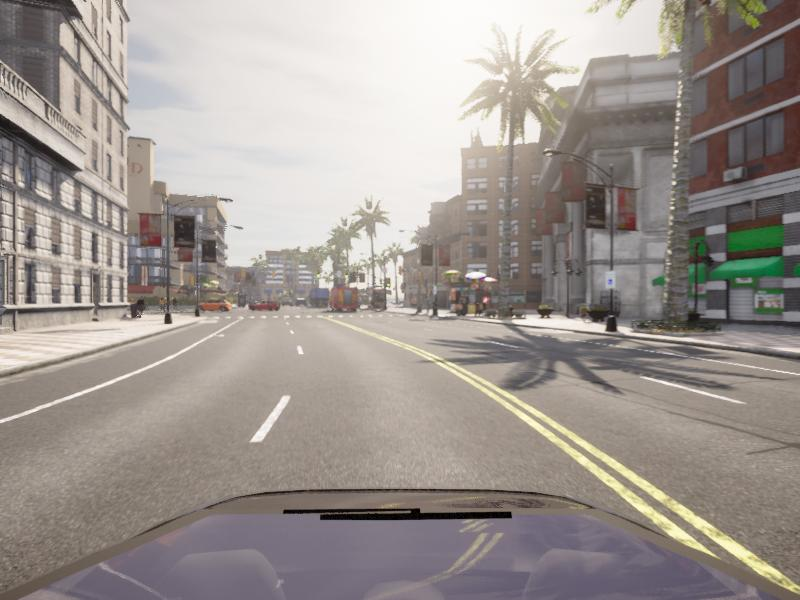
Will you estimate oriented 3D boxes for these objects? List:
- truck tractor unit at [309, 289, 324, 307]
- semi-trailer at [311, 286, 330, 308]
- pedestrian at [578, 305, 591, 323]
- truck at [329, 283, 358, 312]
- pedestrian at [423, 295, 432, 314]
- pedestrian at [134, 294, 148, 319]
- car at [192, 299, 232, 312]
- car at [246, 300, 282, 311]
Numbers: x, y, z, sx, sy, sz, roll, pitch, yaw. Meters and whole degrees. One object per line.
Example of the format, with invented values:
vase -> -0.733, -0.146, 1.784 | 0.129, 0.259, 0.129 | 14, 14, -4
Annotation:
truck tractor unit -> -20.594, -0.540, 98.119 | 3.053, 4.208, 6.516 | 0, 0, -17
semi-trailer -> -18.233, -0.634, 90.565 | 2.717, 4.402, 14.254 | 0, 0, -17
pedestrian -> 11.343, 0.850, 24.611 | 0.500, 1.100, 0.500 | 0, 0, -16
truck -> -8.396, -0.335, 58.939 | 2.891, 3.827, 8.468 | 0, 0, -17
pedestrian -> 2.830, 0.471, 40.792 | 0.751, 1.860, 0.751 | 0, 0, 15
pedestrian -> -19.918, 0.488, 30.766 | 0.751, 1.860, 0.751 | 0, 0, -17
car -> -25.479, 0.694, 54.373 | 4.553, 1.767, 2.097 | 0, 0, -8
car -> -19.650, 0.824, 57.930 | 4.514, 1.525, 2.007 | 0, 0, 14
